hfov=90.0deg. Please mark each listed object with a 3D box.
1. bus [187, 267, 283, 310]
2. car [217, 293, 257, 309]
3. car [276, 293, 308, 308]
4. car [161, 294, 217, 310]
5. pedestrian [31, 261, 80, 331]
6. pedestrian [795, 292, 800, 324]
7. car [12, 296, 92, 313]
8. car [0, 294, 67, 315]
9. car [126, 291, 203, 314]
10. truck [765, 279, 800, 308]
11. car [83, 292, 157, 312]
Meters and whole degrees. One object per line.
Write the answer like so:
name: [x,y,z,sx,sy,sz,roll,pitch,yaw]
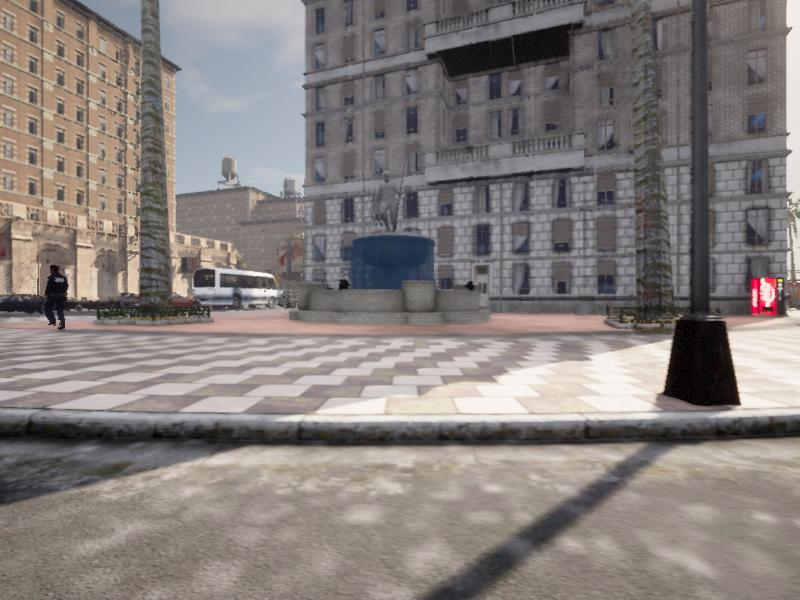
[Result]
bus: [-17.840,-1.108,44.361,3.944,4.253,10.273,0,0,20]
car: [-19.817,0.081,48.922,1.932,1.855,4.605,0,0,19]
car: [-14.436,0.085,53.742,1.932,1.855,4.605,0,0,19]
car: [-22.164,0.225,42.306,1.801,1.575,5.366,0,0,20]
pedestrian: [-9.495,-0.109,11.029,0.751,1.860,0.751,0,0,19]
pedestrian: [13.828,0.279,13.621,0.500,1.100,0.500,0,0,-40]
car: [-28.994,0.359,33.570,1.895,1.301,4.718,0,0,20]
car: [-27.186,0.307,28.231,2.033,1.411,5.357,0,0,20]
car: [-18.506,0.197,31.770,2.152,1.651,5.027,0,0,20]
truck: [55.413,-0.871,56.349,2.891,3.827,8.468,0,0,20]
car: [-24.597,0.189,35.483,1.930,1.638,5.238,0,0,19]
